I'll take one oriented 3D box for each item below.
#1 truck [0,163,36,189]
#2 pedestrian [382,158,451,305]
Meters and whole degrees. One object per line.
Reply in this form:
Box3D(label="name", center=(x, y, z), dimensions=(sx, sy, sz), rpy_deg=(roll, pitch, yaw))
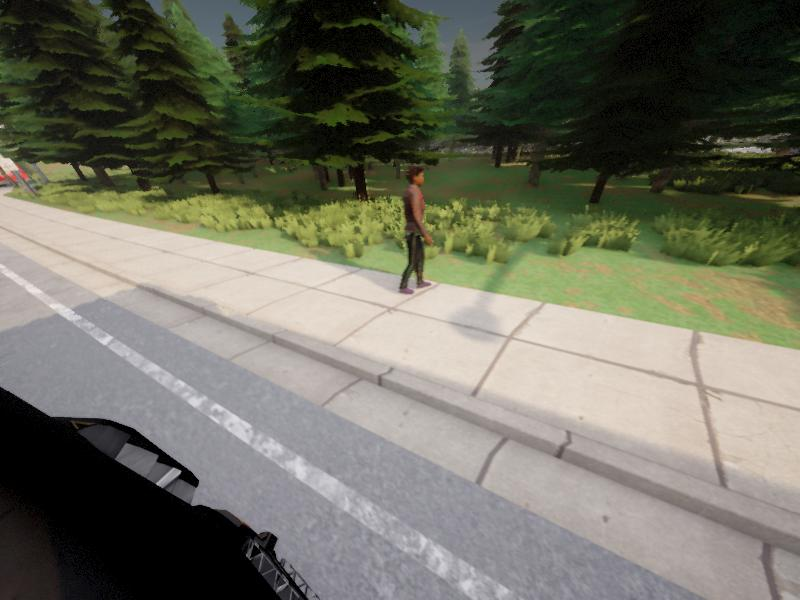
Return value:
Box3D(label="truck", center=(-50.922, -15.393, 28.828), dimensions=(2.627, 2.467, 5.204), rpy_deg=(-8, 36, -8))
Box3D(label="pedestrian", center=(0.196, -0.932, 3.353), dimensions=(0.751, 1.860, 0.751), rpy_deg=(-4, 34, -2))
